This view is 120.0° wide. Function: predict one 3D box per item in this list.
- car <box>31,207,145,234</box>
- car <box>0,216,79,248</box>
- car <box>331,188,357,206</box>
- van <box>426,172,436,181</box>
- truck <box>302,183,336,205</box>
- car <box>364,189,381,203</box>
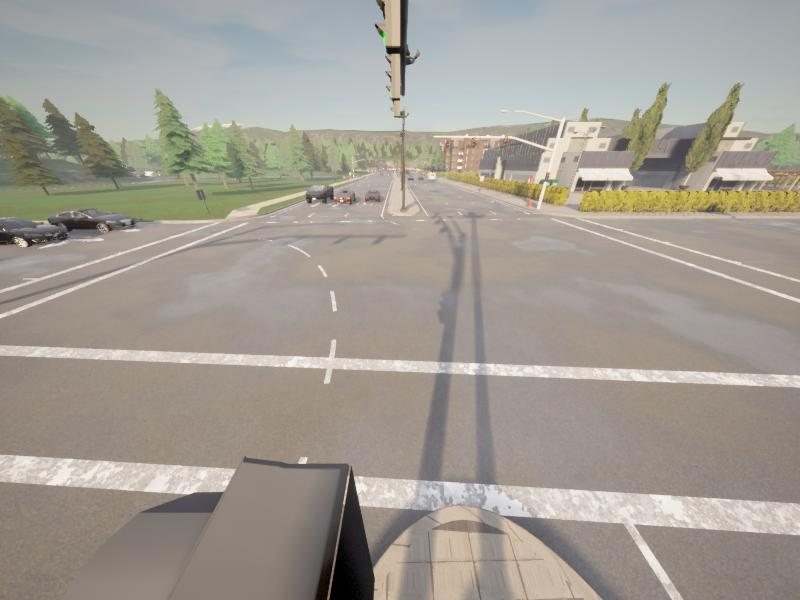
[{"bbox_3d":[-22.693,-5.920,17.049,4.902,1.511,2.128,0,30,0],"label":"car"},{"bbox_3d":[-23.544,-4.156,14.010,4.892,1.490,1.837,0,30,0],"label":"car"},{"bbox_3d":[-7.190,-13.642,30.312,2.152,1.651,5.027,0,30,-1],"label":"car"},{"bbox_3d":[10.659,-42.364,79.256,2.351,2.431,6.366,0,30,0],"label":"van"},{"bbox_3d":[-10.710,-14.415,31.174,2.390,2.098,6.274,0,30,-1],"label":"truck"},{"bbox_3d":[-3.720,-14.464,31.989,1.994,1.385,4.181,0,30,-1],"label":"car"}]
